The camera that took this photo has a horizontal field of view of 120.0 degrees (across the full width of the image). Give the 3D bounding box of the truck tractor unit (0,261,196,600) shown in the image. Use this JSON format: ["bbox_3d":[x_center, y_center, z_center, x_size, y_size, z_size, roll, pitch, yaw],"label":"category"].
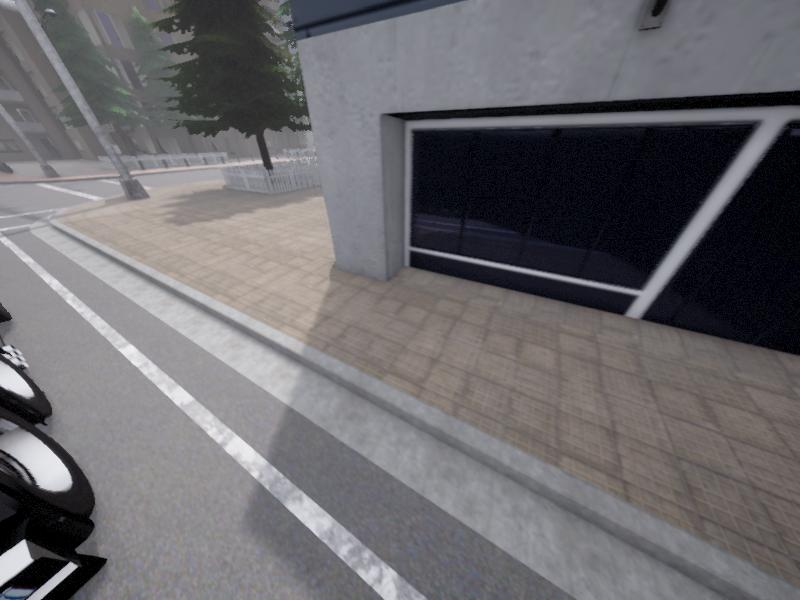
[{"bbox_3d":[-5.107,-0.305,0.790,6.516,4.208,3.053,19,39,24],"label":"truck tractor unit"}]
